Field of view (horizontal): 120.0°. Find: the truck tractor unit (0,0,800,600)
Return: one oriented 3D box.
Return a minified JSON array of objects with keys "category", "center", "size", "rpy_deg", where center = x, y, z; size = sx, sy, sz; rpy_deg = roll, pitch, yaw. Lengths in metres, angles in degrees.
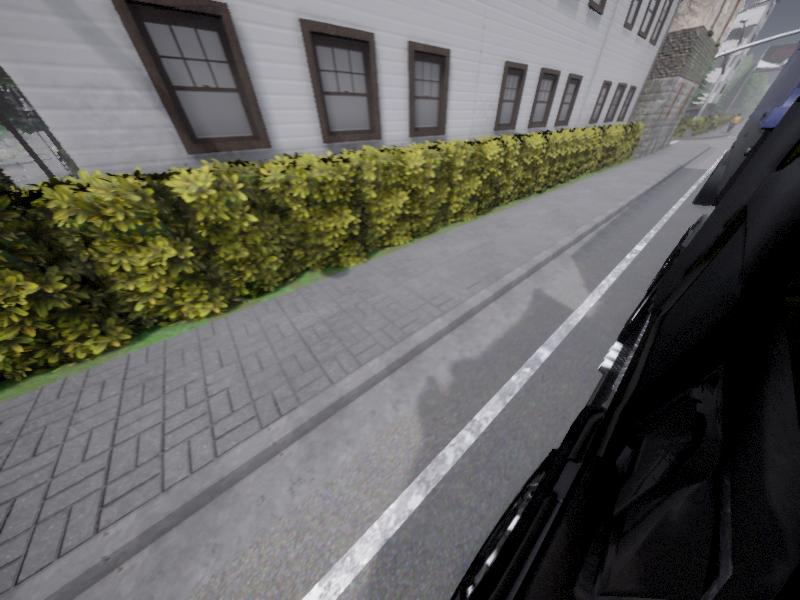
[{"category":"truck tractor unit","center":[2.645,-0.295,0.352],"size":[6.516,4.208,3.053],"rpy_deg":[-28,44,-30]}]

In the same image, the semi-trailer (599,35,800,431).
[{"category":"semi-trailer","center":[8.657,-3.625,4.279],"size":[14.254,4.402,2.717],"rpy_deg":[-29,44,-30]}]

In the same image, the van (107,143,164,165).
[{"category":"van","center":[-34.338,-19.201,30.241],"size":[4.442,1.987,1.775],"rpy_deg":[-27,43,-29]}]

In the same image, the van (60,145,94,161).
[{"category":"van","center":[-55.408,-25.305,39.751],"size":[2.069,2.038,4.480],"rpy_deg":[-28,43,-30]}]

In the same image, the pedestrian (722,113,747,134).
[{"category":"pedestrian","center":[38.791,-20.491,26.832],"size":[0.751,1.860,0.751],"rpy_deg":[25,45,32]}]
